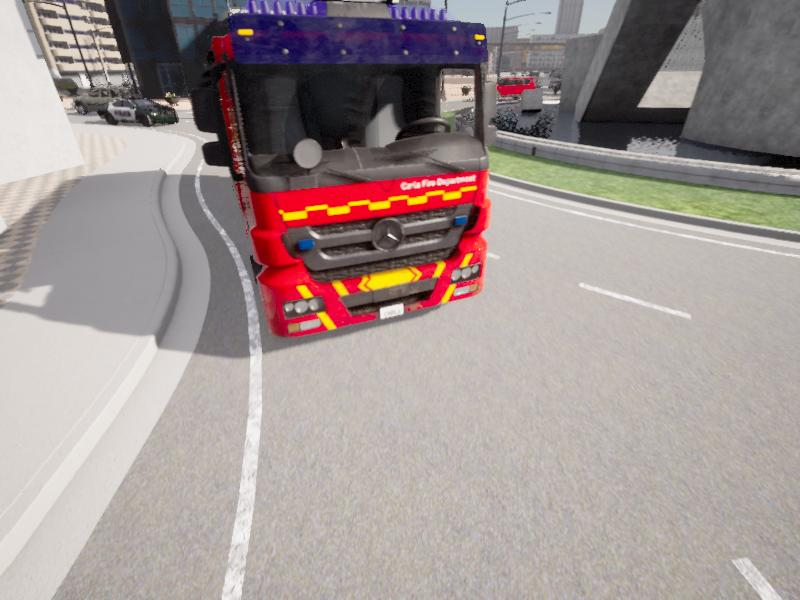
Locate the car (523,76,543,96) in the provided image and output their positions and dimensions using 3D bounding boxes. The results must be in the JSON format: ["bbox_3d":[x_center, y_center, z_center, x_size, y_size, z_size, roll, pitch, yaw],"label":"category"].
[{"bbox_3d":[15.996,-25.767,48.081,1.905,1.878,3.866,9,32,16],"label":"car"}]

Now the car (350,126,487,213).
[{"bbox_3d":[0.299,-3.852,11.241,1.994,1.385,4.181,-14,33,-22],"label":"car"}]

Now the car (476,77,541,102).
[{"bbox_3d":[10.579,-20.709,39.319,5.566,2.045,2.150,-8,31,-13],"label":"car"}]

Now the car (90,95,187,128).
[{"bbox_3d":[-15.920,-11.550,24.396,4.974,1.542,2.038,11,32,19],"label":"car"}]

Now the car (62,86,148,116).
[{"bbox_3d":[-21.623,-14.683,29.460,4.605,1.855,1.932,4,31,8],"label":"car"}]

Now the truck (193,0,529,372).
[{"bbox_3d":[-1.764,-3.067,7.487,2.891,3.827,8.468,-12,32,-20],"label":"truck"}]

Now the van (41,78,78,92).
[{"bbox_3d":[-58.296,-36.903,68.546,1.775,1.987,4.442,5,30,9],"label":"van"}]
